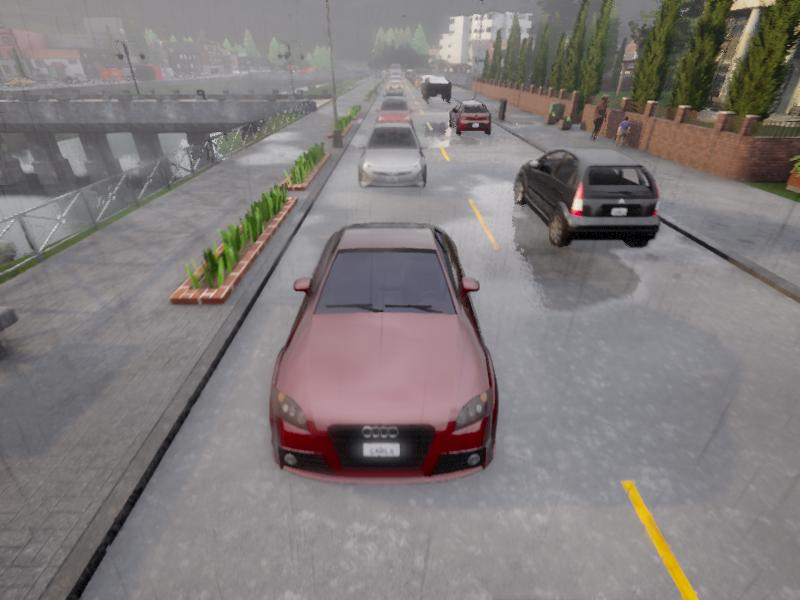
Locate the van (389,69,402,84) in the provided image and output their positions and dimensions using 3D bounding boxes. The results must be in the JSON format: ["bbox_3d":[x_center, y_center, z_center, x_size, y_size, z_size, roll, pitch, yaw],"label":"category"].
[{"bbox_3d":[-0.850,-44.440,79.486,2.351,2.431,6.366,0,30,0],"label":"van"}]

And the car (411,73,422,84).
[{"bbox_3d":[3.162,-43.622,78.647,1.932,1.855,4.605,0,30,0],"label":"car"}]

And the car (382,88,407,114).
[{"bbox_3d":[-0.404,-15.294,30.654,1.816,1.474,4.193,0,30,-1],"label":"car"}]

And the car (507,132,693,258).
[{"bbox_3d":[3.811,-2.466,8.617,1.851,1.617,3.988,0,30,0],"label":"car"}]

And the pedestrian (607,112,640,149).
[{"bbox_3d":[9.012,-6.857,16.171,0.751,1.300,0.751,9,32,15],"label":"pedestrian"}]

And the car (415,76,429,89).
[{"bbox_3d":[3.316,-33.665,61.933,1.801,1.575,5.366,0,30,0],"label":"car"}]

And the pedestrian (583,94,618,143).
[{"bbox_3d":[8.636,-7.856,17.324,0.751,1.860,0.751,1,30,2],"label":"pedestrian"}]

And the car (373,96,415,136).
[{"bbox_3d":[-0.298,-9.994,21.552,2.007,1.525,4.514,0,30,0],"label":"car"}]

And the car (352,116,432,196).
[{"bbox_3d":[-0.215,-4.591,12.323,2.007,1.525,4.514,0,30,0],"label":"car"}]

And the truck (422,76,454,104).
[{"bbox_3d":[3.531,-20.390,38.746,2.390,2.098,6.274,0,30,0],"label":"truck"}]

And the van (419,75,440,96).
[{"bbox_3d":[3.447,-25.616,47.732,2.069,2.038,4.480,0,31,0],"label":"van"}]

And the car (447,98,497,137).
[{"bbox_3d":[3.692,-9.780,21.241,1.816,1.474,4.193,0,30,0],"label":"car"}]

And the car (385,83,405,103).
[{"bbox_3d":[-0.469,-20.107,38.823,1.845,1.501,3.633,0,30,0],"label":"car"}]

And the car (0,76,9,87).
[{"bbox_3d":[-66.402,-35.130,64.442,1.837,1.490,4.892,0,30,0],"label":"car"}]

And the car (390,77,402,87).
[{"bbox_3d":[-0.746,-37.521,68.703,1.994,1.385,4.181,0,30,0],"label":"car"}]

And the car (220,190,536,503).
[{"bbox_3d":[-0.139,-0.023,4.674,1.994,1.385,4.181,0,30,0],"label":"car"}]

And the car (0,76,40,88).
[{"bbox_3d":[-62.415,-35.893,65.710,1.801,1.575,5.366,0,30,0],"label":"car"}]

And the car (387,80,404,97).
[{"bbox_3d":[-0.544,-24.817,46.858,1.882,1.535,5.008,0,30,0],"label":"car"}]
